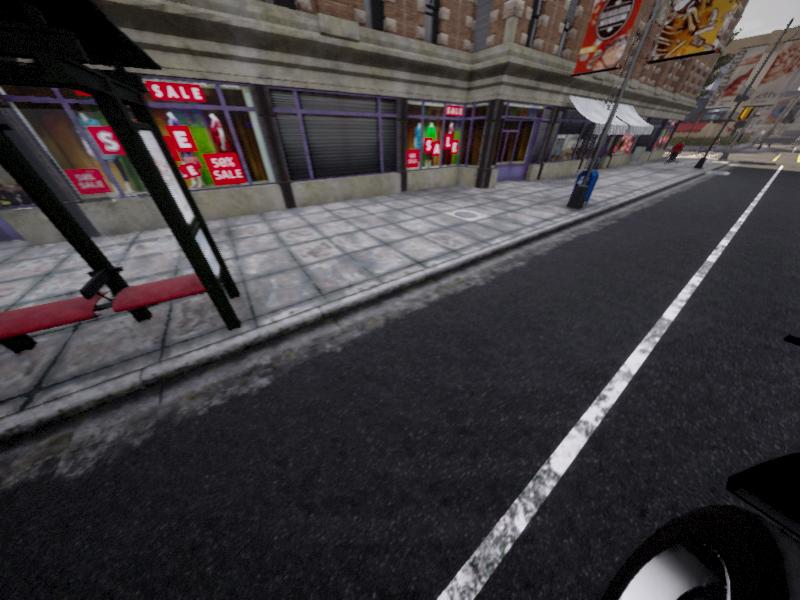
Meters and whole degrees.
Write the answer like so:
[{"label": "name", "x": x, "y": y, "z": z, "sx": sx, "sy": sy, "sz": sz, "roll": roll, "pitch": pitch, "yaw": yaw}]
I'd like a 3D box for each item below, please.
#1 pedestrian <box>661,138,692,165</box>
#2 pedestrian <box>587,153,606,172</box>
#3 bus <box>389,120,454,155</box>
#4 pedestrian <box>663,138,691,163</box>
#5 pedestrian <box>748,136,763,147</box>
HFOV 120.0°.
[{"label": "pedestrian", "x": 23.094, "y": -12.408, "z": 19.348, "sx": 0.751, "sy": 1.860, "sz": 0.751, "roll": -19, "pitch": 39, "yaw": -24}, {"label": "pedestrian", "x": 13.610, "y": -9.537, "z": 16.027, "sx": 0.500, "sy": 1.100, "sz": 0.500, "roll": -24, "pitch": 41, "yaw": -29}, {"label": "bus", "x": 3.673, "y": -26.990, "z": 38.413, "sx": 10.273, "sy": 4.253, "sz": 3.944, "roll": -22, "pitch": 41, "yaw": -28}, {"label": "pedestrian", "x": 25.123, "y": -13.583, "z": 20.993, "sx": 0.751, "sy": 1.860, "sz": 0.751, "roll": -21, "pitch": 40, "yaw": -27}, {"label": "pedestrian", "x": 71.343, "y": -31.812, "z": 46.392, "sx": 0.751, "sy": 1.860, "sz": 0.751, "roll": -16, "pitch": 38, "yaw": -21}]
